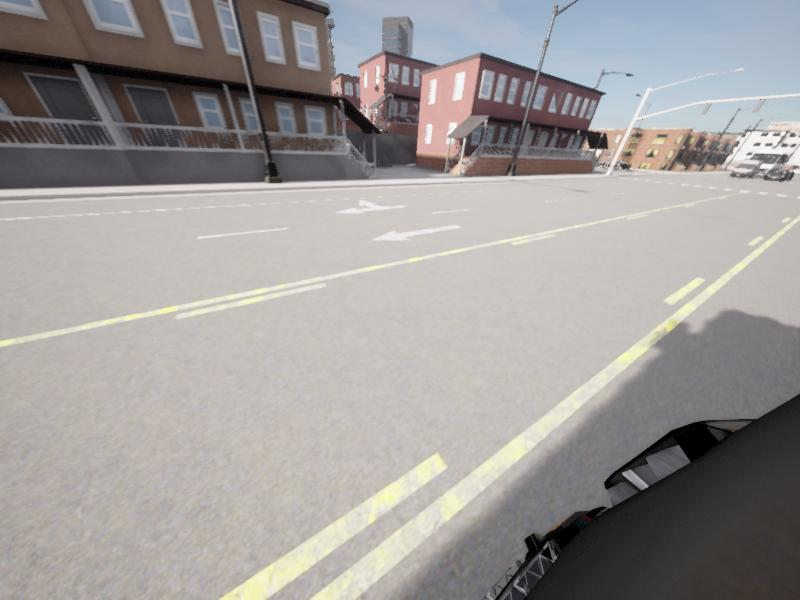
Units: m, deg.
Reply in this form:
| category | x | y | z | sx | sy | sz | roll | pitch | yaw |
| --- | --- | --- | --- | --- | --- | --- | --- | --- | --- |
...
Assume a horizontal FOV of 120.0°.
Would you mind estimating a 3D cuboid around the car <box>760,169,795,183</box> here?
| category | x | y | z | sx | sy | sz | roll | pitch | yaw |
| --- | --- | --- | --- | --- | --- | --- | --- | --- | --- |
| car | 57.097 | -18.803 | 34.923 | 3.988 | 1.617 | 1.851 | -16 | 38 | -26 |

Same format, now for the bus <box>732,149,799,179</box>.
| category | x | y | z | sx | sy | sz | roll | pitch | yaw |
| --- | --- | --- | --- | --- | --- | --- | --- | --- | --- |
| bus | 66.799 | -24.867 | 42.240 | 10.273 | 4.253 | 3.944 | -16 | 38 | -26 |

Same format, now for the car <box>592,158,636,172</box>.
| category | x | y | z | sx | sy | sz | roll | pitch | yaw |
| --- | --- | --- | --- | --- | --- | --- | --- | --- | --- |
| car | 38.350 | -24.316 | 41.523 | 1.930 | 1.638 | 5.238 | -16 | 38 | -25 |

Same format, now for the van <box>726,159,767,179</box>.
| category | x | y | z | sx | sy | sz | roll | pitch | yaw |
| --- | --- | --- | --- | --- | --- | --- | --- | --- | --- |
| van | 56.458 | -21.308 | 37.648 | 5.915 | 2.561 | 1.988 | -16 | 38 | -26 |
